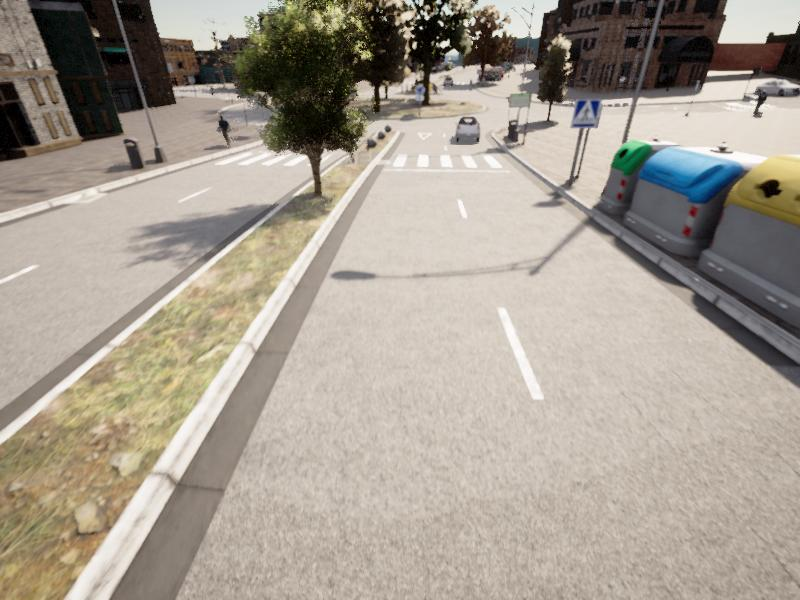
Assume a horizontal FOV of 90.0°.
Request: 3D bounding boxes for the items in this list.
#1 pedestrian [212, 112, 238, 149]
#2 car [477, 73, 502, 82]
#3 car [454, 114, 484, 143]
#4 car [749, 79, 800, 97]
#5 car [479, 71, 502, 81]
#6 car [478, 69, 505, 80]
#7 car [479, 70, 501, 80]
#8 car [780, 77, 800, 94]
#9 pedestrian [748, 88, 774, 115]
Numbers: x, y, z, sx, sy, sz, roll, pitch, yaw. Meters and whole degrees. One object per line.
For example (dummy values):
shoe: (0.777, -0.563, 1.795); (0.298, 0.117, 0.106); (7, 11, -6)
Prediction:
pedestrian: (-9.942, -9.635, 22.788); (0.751, 1.860, 0.751); (-1, 31, -2)
car: (18.955, -47.080, 84.762); (4.892, 1.521, 2.231); (7, 33, 12)
car: (4.808, -12.239, 28.393); (1.845, 1.501, 3.633); (3, 29, 6)
car: (41.060, -23.076, 43.470); (2.002, 1.452, 4.674); (-5, 29, 0)
car: (19.628, -48.628, 86.943); (4.553, 1.767, 2.185); (7, 33, 12)
car: (20.894, -51.626, 91.381); (5.566, 2.045, 2.435); (7, 33, 12)
car: (20.122, -50.179, 89.175); (4.442, 1.987, 1.878); (7, 33, 12)
car: (43.858, -22.811, 42.532); (2.163, 1.488, 4.792); (-4, 29, 0)
pedestrian: (28.978, -15.923, 32.127); (0.751, 1.860, 0.751); (11, 33, 18)
